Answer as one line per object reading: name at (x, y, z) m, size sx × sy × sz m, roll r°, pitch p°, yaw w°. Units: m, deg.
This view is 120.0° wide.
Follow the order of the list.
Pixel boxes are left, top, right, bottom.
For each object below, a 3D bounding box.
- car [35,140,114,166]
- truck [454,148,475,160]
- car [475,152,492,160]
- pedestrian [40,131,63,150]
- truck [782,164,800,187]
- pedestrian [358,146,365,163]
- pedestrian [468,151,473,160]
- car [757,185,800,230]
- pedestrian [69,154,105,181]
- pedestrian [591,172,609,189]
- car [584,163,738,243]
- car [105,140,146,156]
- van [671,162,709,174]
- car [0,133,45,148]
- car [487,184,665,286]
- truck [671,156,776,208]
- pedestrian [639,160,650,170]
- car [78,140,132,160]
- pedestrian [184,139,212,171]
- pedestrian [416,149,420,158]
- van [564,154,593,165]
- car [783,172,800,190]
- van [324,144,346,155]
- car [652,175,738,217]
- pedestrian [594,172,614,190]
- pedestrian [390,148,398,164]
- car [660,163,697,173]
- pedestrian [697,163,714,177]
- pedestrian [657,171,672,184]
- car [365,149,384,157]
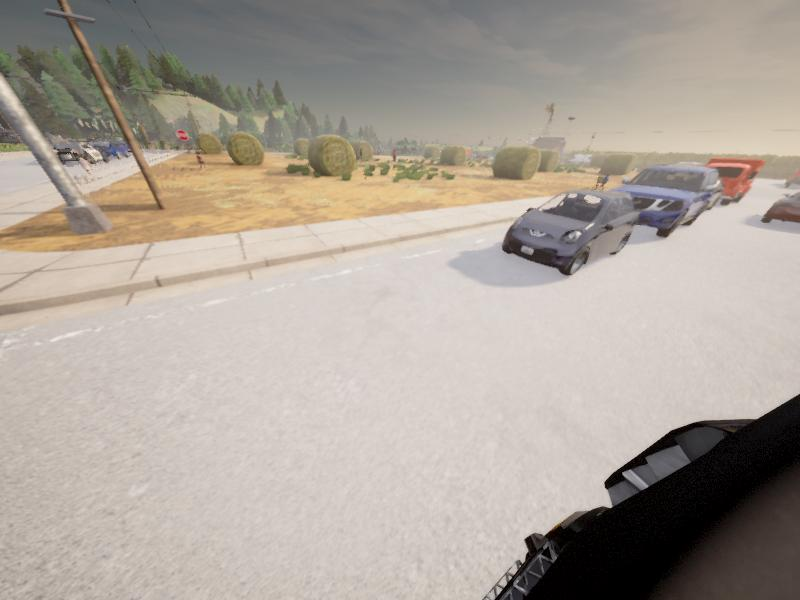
car at (-25.875, -11.910, 18.669) m, size 2.038 × 1.542 × 4.974 m, roll -18°, pitch 39°, yaw -28°
truck at (18.857, -42.618, 67.372) m, size 5.204 × 2.467 × 2.627 m, roll -14°, pitch 37°, yaw -27°
car at (25.593, -44.209, 70.946) m, size 4.553 × 1.767 × 2.097 m, roll -16°, pitch 38°, yaw -26°
pedestrian at (-41.814, -19.119, 27.740) m, size 0.751 × 1.860 × 0.751 m, roll 30°, pitch 42°, yaw 35°
truck at (55.008, -16.764, 31.124) m, size 5.204 × 2.467 × 2.627 m, roll -18°, pitch 39°, yaw -28°
pedestrian at (-5.165, -19.548, 31.064) m, size 0.751 × 1.860 × 0.751 m, roll -6°, pitch 35°, yaw -13°
pedestrian at (18.476, -38.037, 60.717) m, size 0.751 × 1.860 × 0.751 m, roll -7°, pitch 35°, yaw -15°
car at (18.479, -4.170, 10.395) m, size 4.181 × 1.385 × 1.994 m, roll -18°, pitch 39°, yaw -29°
pedestrian at (-15.499, -6.574, 11.461) m, size 0.500 × 1.100 × 0.500 m, roll -11°, pitch 36°, yaw -20°
pedestrian at (14.859, -8.900, 17.186) m, size 0.500 × 1.100 × 0.500 m, roll -16°, pitch 38°, yaw -26°
car at (9.913, -3.918, 8.763) m, size 5.566 × 2.045 × 2.150 m, roll -18°, pitch 39°, yaw -29°
car at (-33.235, -18.550, 28.143) m, size 2.007 × 1.525 × 4.514 m, roll -18°, pitch 39°, yaw -28°
van at (62.695, -28.621, 50.026) m, size 2.069 × 2.038 × 4.480 m, roll -18°, pitch 39°, yaw -28°
car at (-53.298, -21.866, 31.589) m, size 4.514 × 1.525 × 2.007 m, roll -14°, pitch 37°, yaw -24°
car at (4.253, -1.836, 5.659) m, size 3.633 × 1.501 × 1.845 m, roll -18°, pitch 39°, yaw -29°
truck at (20.862, -7.736, 14.954) m, size 5.204 × 2.467 × 2.627 m, roll -18°, pitch 39°, yaw -29°
pedestrian at (54.123, -29.911, 51.128) m, size 0.751 × 1.860 × 0.751 m, roll -9°, pitch 35°, yaw -18°
car at (-29.514, -15.200, 23.357) m, size 1.882 × 1.535 × 5.008 m, roll -18°, pitch 39°, yaw -28°
pedestrian at (-14.304, -10.275, 16.412) m, size 0.751 × 1.860 × 0.751 m, roll -6°, pitch 35°, yaw -13°
pedestrian at (4.188, -34.159, 53.800) m, size 0.751 × 1.860 × 0.751 m, roll 12°, pitch 35°, yaw 13°
van at (52.594, -41.499, 68.214) m, size 1.988 × 2.561 × 5.915 m, roll -17°, pitch 39°, yaw -28°
car at (48.131, -14.128, 27.402) m, size 5.027 × 1.651 × 2.152 m, roll -18°, pitch 39°, yaw -29°
van at (-15.072, -35.074, 53.952) m, size 4.442 × 1.987 × 1.775 m, roll -16°, pitch 38°, yaw -26°
car at (15.422, -5.551, 12.084) m, size 3.705 × 1.549 × 1.789 m, roll -18°, pitch 39°, yaw -29°
pedestrian at (14.672, -8.530, 16.613) m, size 0.500 × 1.100 × 0.500 m, roll -4°, pitch 34°, yaw -10°
pedestrian at (-0.787, -19.937, 31.977) m, size 0.751 × 1.860 × 0.751 m, roll 27°, pitch 40°, yaw 32°
car at (64.354, -30.496, 53.435) m, size 2.038 × 1.542 × 4.974 m, roll -18°, pitch 39°, yaw -28°
pedestrian at (48.447, -20.599, 36.654) m, size 0.751 × 1.860 × 0.751 m, roll -13°, pitch 37°, yaw -22°
pedestrian at (27.072, -12.560, 23.619) m, size 0.500 × 1.100 × 0.500 m, roll -19°, pitch 39°, yaw -30°
car at (-6.139, -35.153, 55.199) m, size 4.193 × 1.474 × 1.816 m, roll -16°, pitch 38°, yaw -26°
